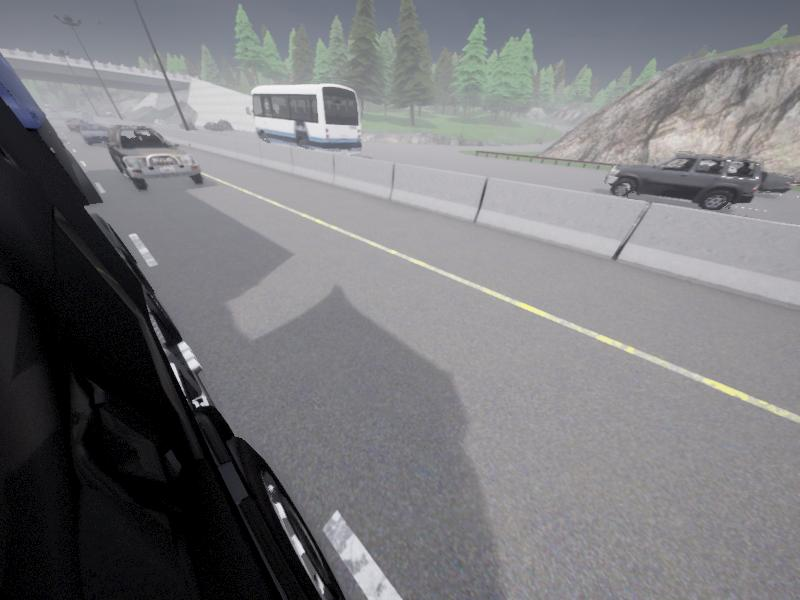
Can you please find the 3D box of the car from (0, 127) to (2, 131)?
[{"bbox_3d":[-45.366,-19.169,24.867,4.892,1.490,1.837,29,44,30],"label":"car"}]

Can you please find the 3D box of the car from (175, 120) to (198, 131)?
[{"bbox_3d":[-40.185,-32.859,43.468,4.193,1.474,1.816,28,44,30],"label":"car"}]

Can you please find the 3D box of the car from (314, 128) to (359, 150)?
[{"bbox_3d":[-6.964,-17.774,25.470,4.611,1.667,2.242,28,44,30],"label":"car"}]

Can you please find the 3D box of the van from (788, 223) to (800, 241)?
[{"bbox_3d":[13.276,-1.511,4.882,4.480,2.038,2.069,29,44,30],"label":"van"}]

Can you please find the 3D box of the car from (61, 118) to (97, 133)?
[{"bbox_3d":[-39.773,-21.597,28.587,4.181,1.385,1.994,28,44,30],"label":"car"}]

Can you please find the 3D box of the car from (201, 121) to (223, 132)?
[{"bbox_3d":[-36.343,-33.535,44.628,4.193,1.474,1.816,28,44,30],"label":"car"}]

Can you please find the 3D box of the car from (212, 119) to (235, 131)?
[{"bbox_3d":[-37.327,-36.985,48.812,4.605,1.855,1.932,28,43,30],"label":"car"}]

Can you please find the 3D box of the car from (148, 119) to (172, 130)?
[{"bbox_3d":[-43.778,-32.036,42.153,4.674,1.442,1.812,28,44,30],"label":"car"}]

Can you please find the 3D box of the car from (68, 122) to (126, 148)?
[{"bbox_3d":[-24.422,-13.328,18.595,5.357,1.411,2.033,28,44,30],"label":"car"}]

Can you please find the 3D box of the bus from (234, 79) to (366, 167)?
[{"bbox_3d":[-7.644,-13.596,17.732,10.273,4.253,3.944,30,44,29],"label":"bus"}]

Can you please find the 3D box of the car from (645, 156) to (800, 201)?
[{"bbox_3d":[17.835,-7.037,13.084,5.357,1.411,2.033,28,44,30],"label":"car"}]

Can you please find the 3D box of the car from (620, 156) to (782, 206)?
[{"bbox_3d":[14.422,-6.148,11.627,4.674,1.442,1.812,28,44,30],"label":"car"}]

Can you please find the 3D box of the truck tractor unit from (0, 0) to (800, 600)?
[{"bbox_3d":[-2.645,-0.295,0.351,6.516,4.208,3.053,28,44,30],"label":"truck tractor unit"}]

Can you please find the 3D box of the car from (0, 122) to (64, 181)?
[{"bbox_3d":[-16.193,-6.229,9.515,4.856,1.649,2.033,28,44,30],"label":"car"}]

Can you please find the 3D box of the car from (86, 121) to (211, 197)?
[{"bbox_3d":[-9.558,-5.516,8.792,4.605,1.855,1.932,29,44,29],"label":"car"}]

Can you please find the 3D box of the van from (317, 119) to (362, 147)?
[{"bbox_3d":[-7.678,-21.268,29.351,5.915,2.561,1.988,28,44,30],"label":"van"}]

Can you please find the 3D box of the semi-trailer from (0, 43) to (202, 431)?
[{"bbox_3d":[-8.690,-3.622,4.219,14.254,4.402,2.717,28,44,30],"label":"semi-trailer"}]

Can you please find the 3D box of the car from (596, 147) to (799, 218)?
[{"bbox_3d":[11.572,-5.118,9.694,4.605,1.855,1.932,28,43,30],"label":"car"}]
